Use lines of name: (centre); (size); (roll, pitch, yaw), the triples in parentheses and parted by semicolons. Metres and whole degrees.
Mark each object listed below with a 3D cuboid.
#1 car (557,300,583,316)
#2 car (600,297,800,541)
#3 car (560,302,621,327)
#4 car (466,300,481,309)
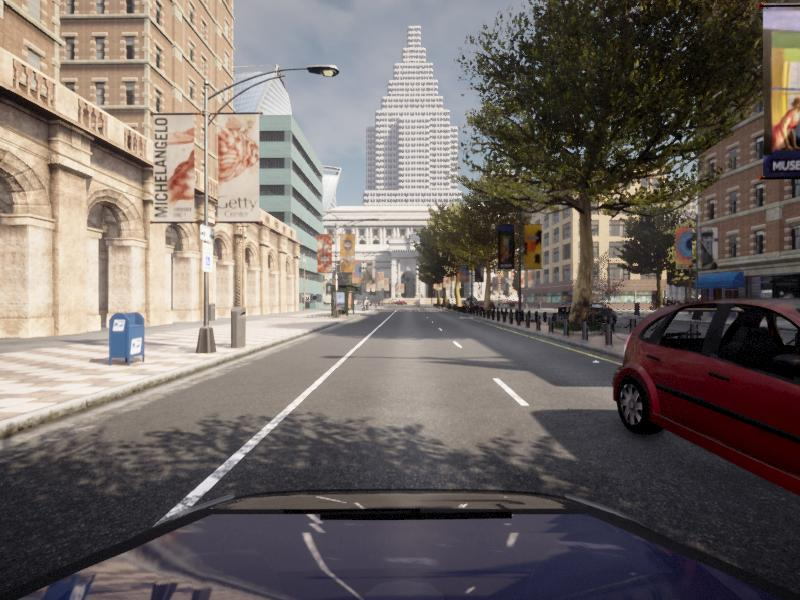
car: (18.109, 0.829, 42.393); (2.038, 1.542, 4.974); (1, 1, 29)
car: (3.587, 0.788, 3.390); (1.851, 1.617, 3.988); (0, 0, 1)
car: (12.034, 0.870, 25.658); (1.812, 1.442, 4.674); (0, 0, 1)
car: (12.915, 0.823, 70.753); (1.882, 1.535, 5.008); (0, 0, 1)
